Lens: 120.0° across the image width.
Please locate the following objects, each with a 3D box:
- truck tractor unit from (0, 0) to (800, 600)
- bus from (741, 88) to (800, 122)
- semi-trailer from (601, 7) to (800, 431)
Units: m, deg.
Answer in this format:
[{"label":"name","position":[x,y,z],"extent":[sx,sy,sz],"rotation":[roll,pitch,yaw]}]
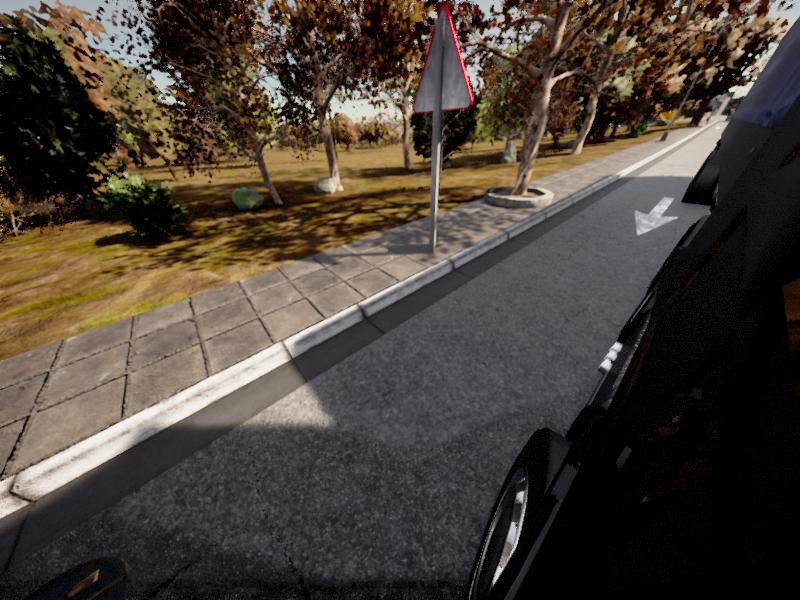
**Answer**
[{"label":"truck tractor unit","position":[2.645,-0.295,0.352],"extent":[6.516,4.208,3.053],"rotation":[-28,44,-30]},{"label":"bus","position":[67.829,-35.808,42.565],"extent":[10.273,4.253,3.944],"rotation":[-29,44,-30]},{"label":"semi-trailer","position":[8.527,-3.715,4.390],"extent":[14.254,4.402,2.717],"rotation":[-30,45,-32]}]
